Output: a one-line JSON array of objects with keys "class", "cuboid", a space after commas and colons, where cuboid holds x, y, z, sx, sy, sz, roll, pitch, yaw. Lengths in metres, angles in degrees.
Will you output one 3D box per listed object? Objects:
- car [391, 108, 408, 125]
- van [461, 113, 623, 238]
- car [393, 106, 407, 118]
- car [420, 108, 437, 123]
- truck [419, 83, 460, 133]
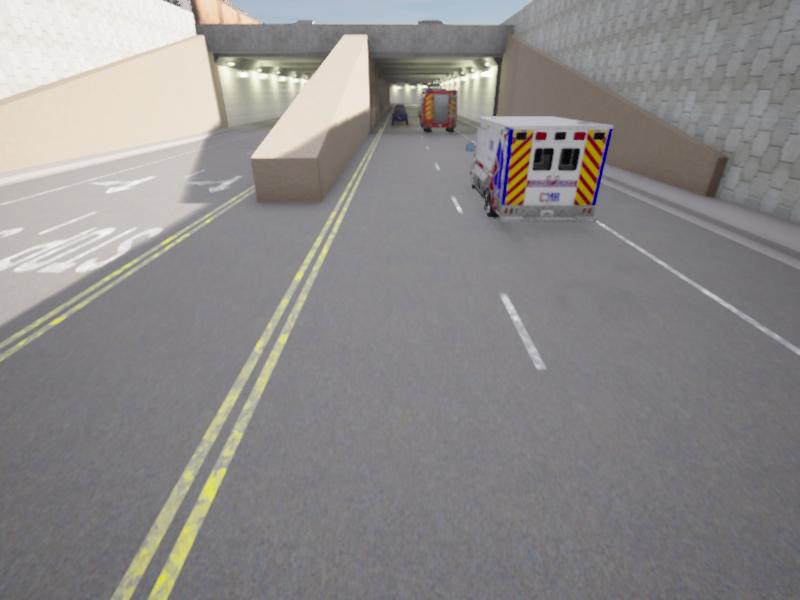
[{"class": "car", "cuboid": [-0.009, -21.575, 46.894, 1.882, 1.535, 5.008, 0, 27, 0]}, {"class": "van", "cuboid": [3.499, -4.014, 11.764, 2.351, 2.431, 6.366, 0, 27, 0]}, {"class": "car", "cuboid": [-0.008, -28.011, 59.570, 2.033, 1.411, 5.357, 0, 27, 0]}, {"class": "car", "cuboid": [3.491, -23.126, 50.013, 1.812, 1.442, 4.674, 0, 27, 0]}, {"class": "truck", "cuboid": [3.498, -18.185, 37.794, 2.891, 3.827, 8.468, 0, 27, 0]}]
